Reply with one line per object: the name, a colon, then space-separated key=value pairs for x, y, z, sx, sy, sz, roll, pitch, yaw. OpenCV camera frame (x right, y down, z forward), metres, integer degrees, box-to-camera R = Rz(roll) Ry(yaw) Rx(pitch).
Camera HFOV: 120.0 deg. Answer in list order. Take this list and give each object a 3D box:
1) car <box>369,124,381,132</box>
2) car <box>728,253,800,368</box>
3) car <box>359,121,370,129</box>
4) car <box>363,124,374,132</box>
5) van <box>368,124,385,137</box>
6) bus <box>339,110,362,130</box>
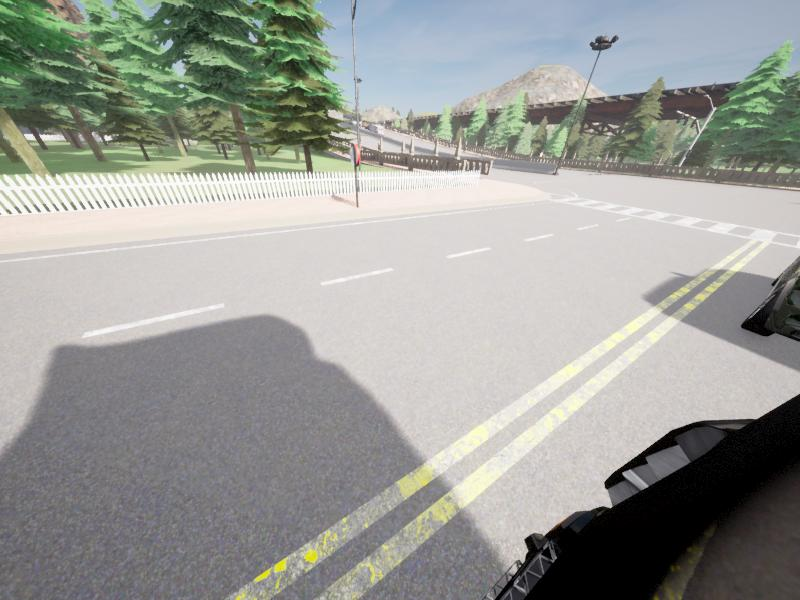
car: x=-8.674 y=-59.907 z=80.415 sx=2.163 sy=1.488 sz=4.792 roll=-17 pitch=46 yaw=-27
car: x=7.414 y=-0.201 z=3.201 sx=4.553 sy=1.767 sz=2.097 roll=-16 pitch=38 yaw=-26
car: x=-13.166 y=-65.094 z=85.835 sx=1.801 sy=1.575 sz=5.366 roll=-17 pitch=46 yaw=-27
car: x=-10.599 y=-57.790 z=77.538 sx=1.816 sy=1.474 sz=4.193 roll=-17 pitch=46 yaw=-27
van: x=-7.024 y=-49.783 z=67.773 sx=2.351 sy=2.431 sz=6.366 roll=-17 pitch=46 yaw=-27
bus: x=-16.919 y=-61.805 z=79.107 sx=3.944 sy=4.253 sz=10.273 roll=-17 pitch=46 yaw=-27
